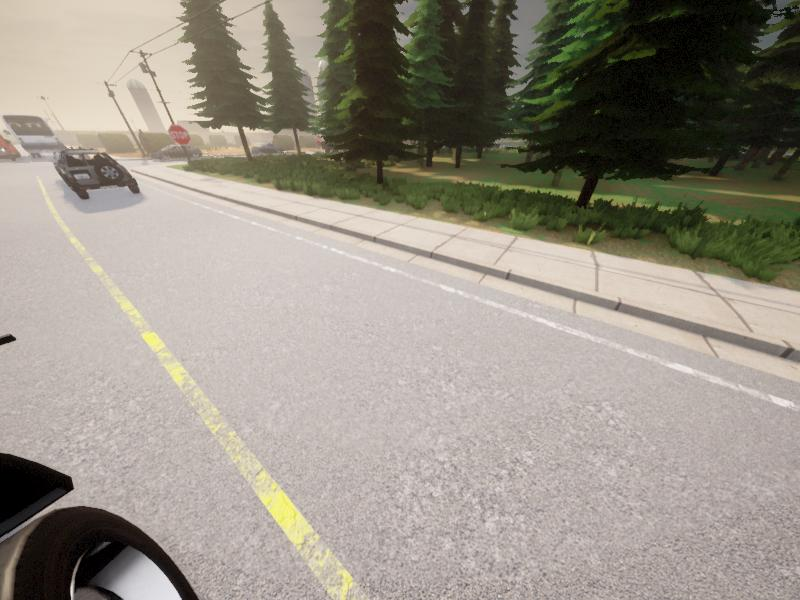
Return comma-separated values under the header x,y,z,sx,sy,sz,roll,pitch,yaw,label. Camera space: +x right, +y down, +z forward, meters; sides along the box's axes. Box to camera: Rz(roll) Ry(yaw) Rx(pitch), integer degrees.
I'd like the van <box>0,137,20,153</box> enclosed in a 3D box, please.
x,y,z,sx,sy,sz,roll,pitch,yaw,label
-64.553,-25.259,37.550,4.480,2.038,2.069,23,41,29,van

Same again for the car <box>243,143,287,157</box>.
x,y,z,sx,sy,sz,roll,pitch,yaw,label
-19.751,-22.195,34.027,2.128,1.511,4.902,21,40,27,car

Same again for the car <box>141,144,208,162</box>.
x,y,z,sx,sy,sz,roll,pitch,yaw,label
-25.795,-17.038,26.661,2.128,1.511,4.902,21,40,27,car

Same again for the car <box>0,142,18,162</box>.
x,y,z,sx,sy,sz,roll,pitch,yaw,label
-42.940,-15.729,24.542,3.988,1.617,1.851,23,41,29,car

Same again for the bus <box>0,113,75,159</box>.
x,y,z,sx,sy,sz,roll,pitch,yaw,label
-47.462,-21.203,29.984,10.273,4.253,3.944,23,41,29,bus

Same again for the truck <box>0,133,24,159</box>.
x,y,z,sx,sy,sz,roll,pitch,yaw,label
-48.470,-18.478,27.658,5.204,2.467,2.627,23,41,29,truck

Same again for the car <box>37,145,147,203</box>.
x,y,z,sx,sy,sz,roll,pitch,yaw,label
-14.101,-5.925,10.586,4.605,1.855,1.932,23,41,29,car

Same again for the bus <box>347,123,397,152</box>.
x,y,z,sx,sy,sz,roll,pitch,yaw,label
-5.174,-32.262,46.039,3.944,4.253,10.273,21,40,27,bus

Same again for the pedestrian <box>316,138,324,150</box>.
x,y,z,sx,sy,sz,roll,pitch,yaw,label
-16.071,-31.303,46.351,0.751,1.860,0.751,17,39,23,pedestrian

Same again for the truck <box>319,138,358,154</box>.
x,y,z,sx,sy,sz,roll,pitch,yaw,label
-10.475,-26.738,40.028,2.390,2.098,6.274,21,40,27,truck

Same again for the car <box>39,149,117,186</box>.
x,y,z,sx,sy,sz,roll,pitch,yaw,label
-19.326,-8.061,13.888,4.514,1.525,2.007,25,42,31,car
